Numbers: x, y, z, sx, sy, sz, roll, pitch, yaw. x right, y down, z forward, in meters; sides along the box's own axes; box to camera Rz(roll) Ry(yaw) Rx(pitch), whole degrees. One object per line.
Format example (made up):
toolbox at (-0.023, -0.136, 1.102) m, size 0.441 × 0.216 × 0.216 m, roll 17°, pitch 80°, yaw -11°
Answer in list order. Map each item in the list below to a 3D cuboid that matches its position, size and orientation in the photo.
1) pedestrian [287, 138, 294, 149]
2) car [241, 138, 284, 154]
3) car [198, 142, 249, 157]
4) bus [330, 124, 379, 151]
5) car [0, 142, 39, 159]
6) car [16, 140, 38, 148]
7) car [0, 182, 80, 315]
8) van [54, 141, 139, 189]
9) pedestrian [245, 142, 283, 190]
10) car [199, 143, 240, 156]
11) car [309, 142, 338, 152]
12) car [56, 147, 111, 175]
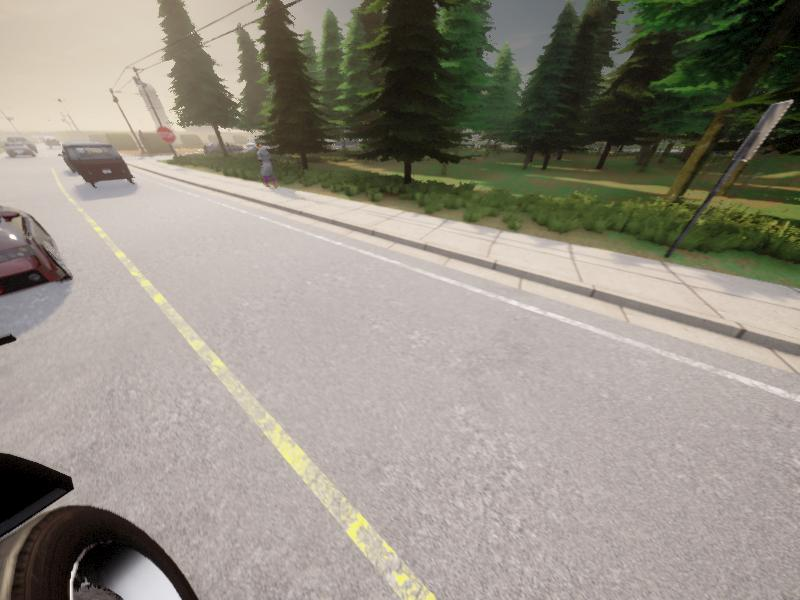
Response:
pedestrian at (-22.368, -31.905, 47.118) m, size 0.751 × 1.860 × 0.751 m, roll -24°, pitch 42°, yaw -30°
car at (-23.133, -26.264, 39.260) m, size 2.150 × 2.045 × 5.566 m, roll 22°, pitch 41°, yaw 28°
car at (-24.790, -21.373, 32.678) m, size 2.152 × 1.651 × 5.027 m, roll 23°, pitch 41°, yaw 28°
bus at (-9.404, -34.916, 49.724) m, size 3.944 × 4.253 × 10.273 m, roll 22°, pitch 41°, yaw 28°
car at (-46.912, -18.470, 28.430) m, size 4.902 × 1.511 × 2.128 m, roll 24°, pitch 42°, yaw 30°
car at (-80.842, -33.871, 50.120) m, size 3.806 × 1.475 × 1.970 m, roll 24°, pitch 42°, yaw 30°
car at (-7.938, -0.978, 4.050) m, size 4.181 × 1.385 × 1.994 m, roll 23°, pitch 41°, yaw 29°
van at (-16.827, -7.604, 12.828) m, size 4.442 × 1.987 × 1.775 m, roll 24°, pitch 41°, yaw 30°
pedestrian at (-6.348, -6.304, 10.883) m, size 0.751 × 1.860 × 0.751 m, roll 17°, pitch 38°, yaw 22°
car at (-27.124, -22.763, 34.852) m, size 1.994 × 1.385 × 4.181 m, roll 22°, pitch 40°, yaw 27°
car at (-14.617, -29.446, 44.329) m, size 2.163 × 1.488 × 4.792 m, roll 22°, pitch 41°, yaw 28°
car at (-24.203, -10.729, 17.634) m, size 4.892 × 1.490 × 1.837 m, roll 25°, pitch 42°, yaw 31°
